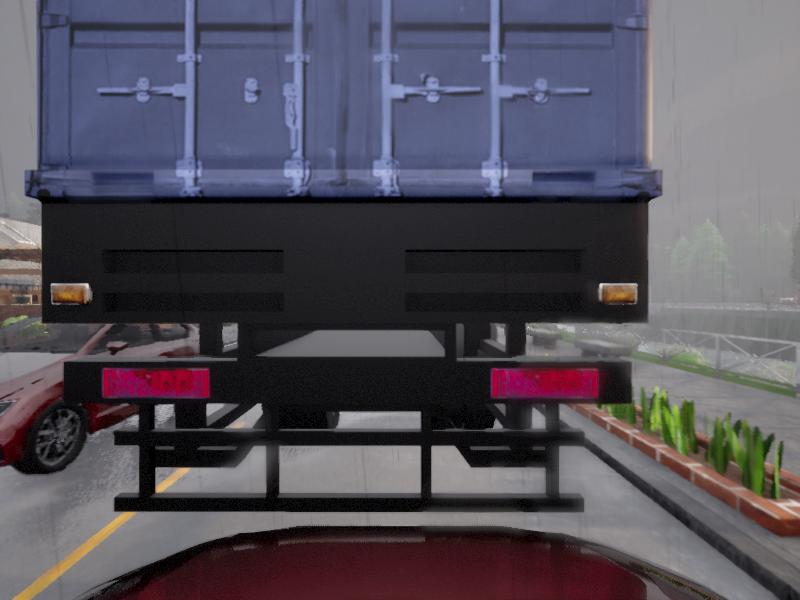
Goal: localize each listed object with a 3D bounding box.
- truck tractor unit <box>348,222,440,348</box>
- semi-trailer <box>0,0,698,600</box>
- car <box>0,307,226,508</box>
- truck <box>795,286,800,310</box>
[{"bbox_3d":[-0.178,-0.517,16.566,3.053,4.208,6.516,0,0,0],"label":"truck tractor unit"},{"bbox_3d":[-0.207,-0.616,8.652,2.717,4.402,14.254,0,0,0],"label":"semi-trailer"},{"bbox_3d":[-3.991,0.855,5.014,1.816,1.474,4.193,0,0,-1],"label":"car"},{"bbox_3d":[65.165,-0.324,60.196,2.891,3.827,8.468,0,0,-1],"label":"truck"}]
